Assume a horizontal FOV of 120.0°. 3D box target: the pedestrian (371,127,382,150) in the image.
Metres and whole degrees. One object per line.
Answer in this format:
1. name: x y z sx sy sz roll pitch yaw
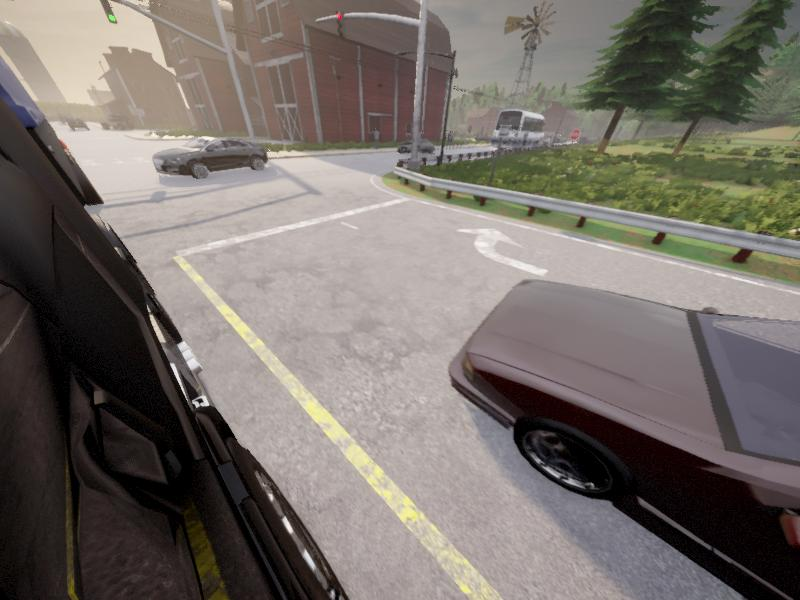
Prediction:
1. pedestrian: -2.386 -16.301 23.387 0.751 1.860 0.751 23 41 25

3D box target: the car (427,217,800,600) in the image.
1. car: 3.000 1.132 1.153 5.357 1.411 2.033 28 44 30

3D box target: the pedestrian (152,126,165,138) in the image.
1. pedestrian: -26.386 -18.362 25.248 0.500 1.100 0.500 -22 43 -29

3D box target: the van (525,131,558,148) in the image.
1. van: 29.017 -33.266 47.806 2.351 2.431 6.366 3 37 -6

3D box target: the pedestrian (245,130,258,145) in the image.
1. pedestrian: -13.679 -14.950 21.287 0.500 1.100 0.500 14 38 14

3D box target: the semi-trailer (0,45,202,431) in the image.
1. semi-trailer: -8.705 -3.596 4.228 14.254 4.402 2.717 28 44 30

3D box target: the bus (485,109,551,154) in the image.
1. bus: 16.003 -22.491 31.051 3.944 4.253 10.273 29 44 31

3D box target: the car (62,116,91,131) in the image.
1. car: -47.163 -25.726 33.670 3.705 1.549 1.789 28 44 30

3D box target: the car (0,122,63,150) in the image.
1. car: -26.603 -11.918 16.725 4.181 1.385 1.994 28 44 30

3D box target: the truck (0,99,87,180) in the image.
1. truck: -16.706 -7.082 9.989 5.204 2.467 2.627 28 44 30

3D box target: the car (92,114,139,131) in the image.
1. car: -43.788 -27.453 35.654 3.866 1.878 1.905 -1 43 -2

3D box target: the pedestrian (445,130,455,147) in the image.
1. pedestrian: 6.886 -22.313 31.956 0.751 1.860 0.751 29 44 30

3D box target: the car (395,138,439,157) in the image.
1. car: 1.688 -15.007 22.616 1.994 1.385 4.181 29 44 31

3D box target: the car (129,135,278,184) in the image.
1. car: -8.852 -6.955 11.126 2.128 1.511 4.902 17 39 19

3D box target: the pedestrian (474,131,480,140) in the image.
1. pedestrian: 20.592 -44.090 61.779 0.751 1.860 0.751 -18 42 -25

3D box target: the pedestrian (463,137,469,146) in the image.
1. pedestrian: 10.074 -24.177 35.265 0.500 1.100 0.500 28 44 30

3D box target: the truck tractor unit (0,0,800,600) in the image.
1. truck tractor unit: -2.645 -0.295 0.351 6.516 4.208 3.053 28 44 30
